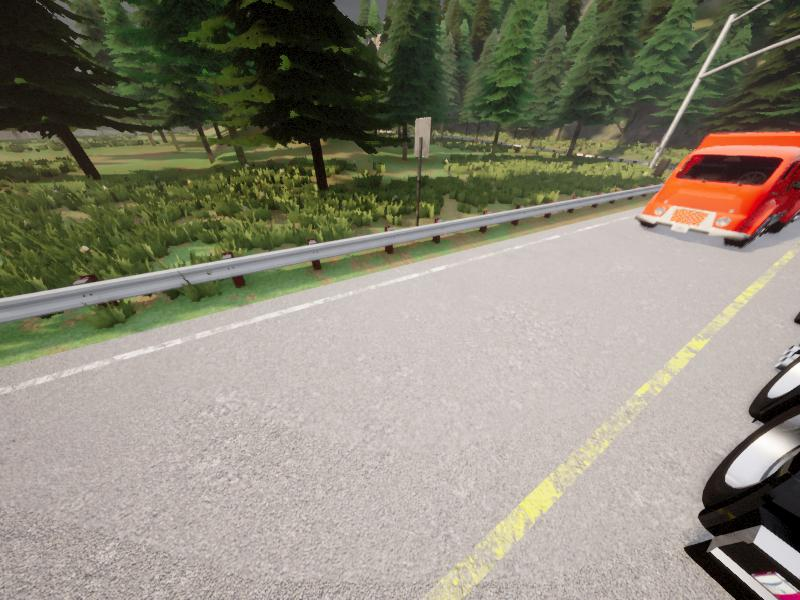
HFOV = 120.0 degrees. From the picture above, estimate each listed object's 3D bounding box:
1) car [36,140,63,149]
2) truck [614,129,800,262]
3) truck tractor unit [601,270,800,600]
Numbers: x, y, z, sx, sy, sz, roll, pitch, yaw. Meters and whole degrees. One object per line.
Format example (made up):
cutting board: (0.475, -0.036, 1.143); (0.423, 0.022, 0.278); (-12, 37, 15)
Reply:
car: (-87.380, -38.852, 57.595); (3.866, 1.878, 1.905); (9, 36, 13)
truck: (9.588, -3.263, 6.590); (5.204, 2.467, 2.627); (-17, 39, -23)
truck tractor unit: (5.120, -0.292, 0.767); (6.516, 4.208, 3.053); (-18, 39, -24)
